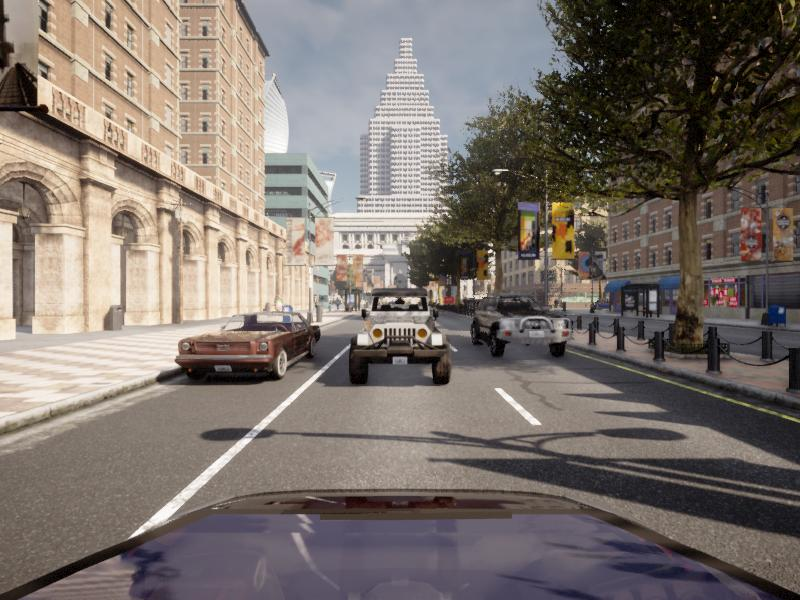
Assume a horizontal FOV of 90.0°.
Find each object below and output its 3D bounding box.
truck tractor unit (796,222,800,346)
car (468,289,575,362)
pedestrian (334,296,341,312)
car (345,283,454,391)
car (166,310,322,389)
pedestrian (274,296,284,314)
[{"bbox_3d":[15.018,-0.521,10.346,3.053,4.208,6.516,1,0,0],"label":"truck tractor unit"},{"bbox_3d":[3.499,0.653,12.492,1.932,1.855,4.605,0,0,0],"label":"car"},{"bbox_3d":[-7.472,0.492,48.073,0.751,1.860,0.751,0,0,1],"label":"pedestrian"},{"bbox_3d":[-0.001,0.647,8.922,1.905,1.878,3.866,0,0,0],"label":"car"},{"bbox_3d":[-3.250,0.940,9.526,1.895,1.301,4.718,0,0,0],"label":"car"},{"bbox_3d":[-12.462,0.491,41.150,0.751,1.860,0.751,0,0,2],"label":"pedestrian"}]
